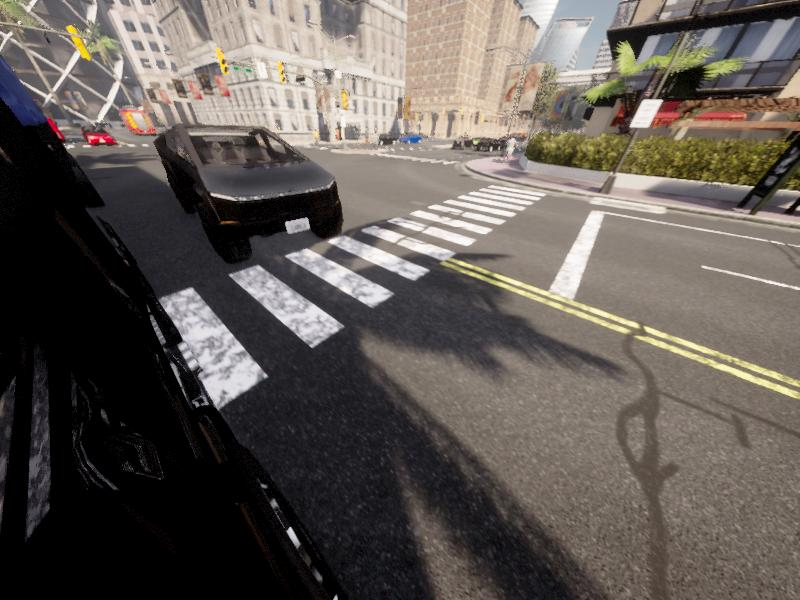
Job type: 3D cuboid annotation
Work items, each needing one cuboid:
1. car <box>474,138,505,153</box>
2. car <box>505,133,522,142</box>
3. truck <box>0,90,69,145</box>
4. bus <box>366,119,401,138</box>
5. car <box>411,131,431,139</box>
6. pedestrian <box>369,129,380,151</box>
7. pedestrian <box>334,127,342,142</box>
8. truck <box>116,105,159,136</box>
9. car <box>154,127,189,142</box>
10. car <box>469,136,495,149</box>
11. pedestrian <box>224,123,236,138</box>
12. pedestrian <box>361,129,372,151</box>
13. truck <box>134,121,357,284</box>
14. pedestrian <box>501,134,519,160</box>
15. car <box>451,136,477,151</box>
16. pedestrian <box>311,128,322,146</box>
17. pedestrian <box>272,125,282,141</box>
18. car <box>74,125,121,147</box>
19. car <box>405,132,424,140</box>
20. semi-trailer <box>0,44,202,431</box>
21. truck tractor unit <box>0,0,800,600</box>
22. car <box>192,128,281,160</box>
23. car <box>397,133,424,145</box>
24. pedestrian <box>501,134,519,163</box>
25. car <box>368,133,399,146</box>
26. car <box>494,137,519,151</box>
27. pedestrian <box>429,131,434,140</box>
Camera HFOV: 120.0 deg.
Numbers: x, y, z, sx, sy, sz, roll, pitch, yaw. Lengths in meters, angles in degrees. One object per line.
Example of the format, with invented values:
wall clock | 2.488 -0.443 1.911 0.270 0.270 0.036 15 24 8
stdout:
car | 11.916 -20.624 30.698 1.837 1.490 4.892 27 43 30
car | 31.864 -45.546 64.771 2.150 2.045 5.566 27 43 30
truck | -36.917 -18.076 23.011 8.468 3.827 2.891 28 44 30
bus | -5.049 -52.033 69.918 10.273 4.253 3.944 28 44 30
car | 5.688 -45.386 63.658 5.238 1.638 1.930 27 43 30
pedestrian | -2.587 -16.572 23.963 0.751 1.860 0.751 30 45 32
pedestrian | -9.896 -26.377 36.823 0.751 1.860 0.751 22 41 25
truck | -45.352 -30.877 39.868 8.468 3.827 2.891 30 45 33
car | -29.886 -21.642 30.210 4.181 1.385 1.994 27 43 29
car | 12.839 -24.564 36.024 2.007 1.525 4.514 27 43 30
pedestrian | -27.545 -27.497 37.502 0.751 1.860 0.751 27 43 30
pedestrian | -3.485 -16.824 24.260 0.751 1.860 0.751 27 44 30
truck | -3.994 -2.977 5.655 2.390 2.098 6.274 -30 47 -35
pedestrian | 9.774 -13.672 20.623 0.751 1.860 0.751 -29 47 -35
car | 8.909 -21.820 32.118 1.789 1.549 3.705 27 43 30
pedestrian | -11.073 -21.596 30.578 0.751 1.860 0.751 32 46 34
pedestrian | -17.742 -24.029 33.289 0.751 1.860 0.751 -23 43 -30
car | -29.026 -15.735 22.156 4.514 1.525 2.007 28 44 30
car | 3.826 -43.597 61.253 4.514 1.525 2.007 27 43 30
semi-trailer | -8.710 -3.561 4.268 14.254 4.402 2.717 28 44 30
truck tractor unit | -2.645 -0.295 0.351 6.516 4.208 3.053 28 44 30
car | -11.682 -11.422 16.935 4.553 1.767 2.097 -2 37 -4
car | 1.852 -27.638 39.643 1.882 1.535 5.008 27 44 30
pedestrian | 8.744 -11.997 18.317 0.751 1.860 0.751 16 39 18
car | -2.463 -24.605 35.388 1.837 1.490 4.892 27 43 30
car | 15.970 -23.500 34.670 1.851 1.617 3.988 27 43 30
pedestrian | 7.976 -41.413 58.186 0.751 1.860 0.751 25 42 28
